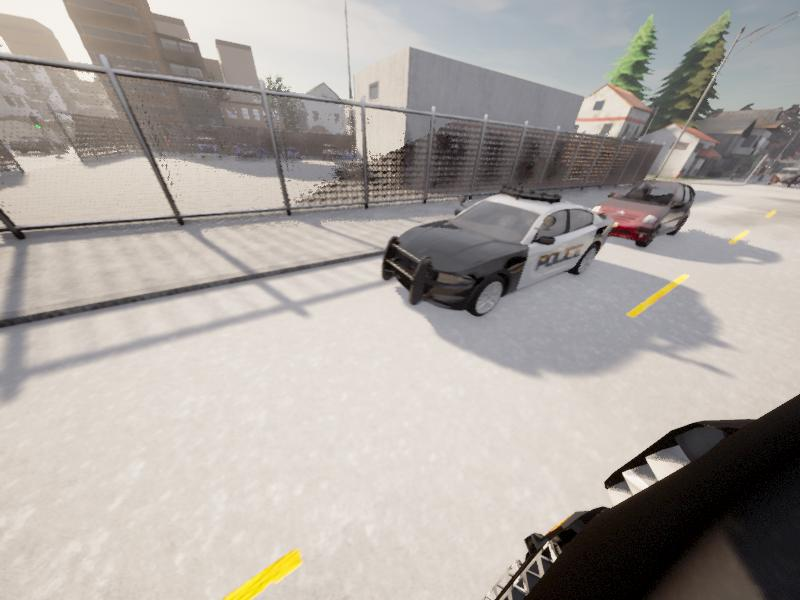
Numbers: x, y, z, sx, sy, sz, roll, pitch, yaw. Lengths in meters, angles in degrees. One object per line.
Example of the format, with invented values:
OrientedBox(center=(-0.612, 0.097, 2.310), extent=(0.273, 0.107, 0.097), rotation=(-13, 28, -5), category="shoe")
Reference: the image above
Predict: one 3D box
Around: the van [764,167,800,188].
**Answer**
OrientedBox(center=(46.584, -14.802, 27.916), extent=(4.442, 1.987, 1.775), rotation=(-17, 39, -27), category="van")

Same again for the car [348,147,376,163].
OrientedBox(center=(-5.522, -21.108, 33.516), extent=(2.242, 1.667, 4.611), rotation=(-17, 38, -27), category="car")

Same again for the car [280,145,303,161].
OrientedBox(center=(-14.167, -19.207, 30.116), extent=(1.845, 1.501, 3.633), rotation=(-17, 38, -27), category="car")

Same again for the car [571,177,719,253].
OrientedBox(center=(7.904, -2.944, 7.504), extent=(3.988, 1.617, 1.851), rotation=(-17, 39, -27), category="car")

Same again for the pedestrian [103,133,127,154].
OrientedBox(center=(-30.587, -16.777, 24.808), extent=(0.751, 1.860, 0.751), rotation=(-14, 37, -23), category="pedestrian")

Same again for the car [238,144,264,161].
OrientedBox(center=(-17.949, -17.744, 27.744), extent=(2.033, 1.415, 5.357), rotation=(-17, 38, -27), category="car")

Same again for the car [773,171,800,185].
OrientedBox(center=(56.046, -17.475, 33.067), extent=(4.514, 1.525, 2.007), rotation=(-17, 39, -27), category="car")

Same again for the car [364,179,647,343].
OrientedBox(center=(2.151, -1.268, 4.517), extent=(5.238, 1.638, 1.930), rotation=(-17, 39, -27), category="car")

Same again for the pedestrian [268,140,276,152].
OrientedBox(center=(-24.369, -29.289, 44.038), extent=(0.751, 1.860, 0.751), rotation=(-16, 38, -26), category="pedestrian")

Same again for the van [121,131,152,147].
OrientedBox(center=(-53.979, -33.021, 47.455), extent=(2.351, 2.431, 6.366), rotation=(-17, 38, -27), category="van")

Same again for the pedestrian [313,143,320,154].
OrientedBox(center=(-16.398, -29.738, 45.325), extent=(0.751, 1.860, 0.751), rotation=(5, 34, 3), category="pedestrian")

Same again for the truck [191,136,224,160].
OrientedBox(center=(-21.401, -17.062, 25.893), extent=(2.069, 2.038, 4.478), rotation=(-17, 38, -27), category="truck")

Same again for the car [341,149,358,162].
OrientedBox(center=(-7.026, -20.171, 32.183), extent=(1.481, 1.379, 2.207), rotation=(-17, 38, -27), category="car")

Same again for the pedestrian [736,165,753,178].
OrientedBox(center=(59.592, -22.251, 39.962), extent=(0.751, 1.860, 0.751), rotation=(-13, 37, -23), category="pedestrian")

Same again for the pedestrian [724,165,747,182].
OrientedBox(center=(43.307, -16.336, 29.847), extent=(0.751, 1.860, 0.751), rotation=(-10, 36, -19), category="pedestrian")

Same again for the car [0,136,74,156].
OrientedBox(center=(-35.535, -15.276, 22.827), extent=(2.033, 1.411, 5.357), rotation=(-17, 38, -27), category="car")

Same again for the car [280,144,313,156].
OrientedBox(center=(-18.534, -26.962, 41.563), extent=(4.892, 1.490, 1.837), rotation=(-17, 39, -27), category="car")

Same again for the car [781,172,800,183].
OrientedBox(center=(64.182, -19.864, 37.417), extent=(4.181, 1.385, 1.994), rotation=(-17, 39, -27), category="car")

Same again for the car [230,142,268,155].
OrientedBox(center=(-24.919, -25.072, 38.222), extent=(4.902, 1.511, 2.128), rotation=(-18, 39, -28), category="car")

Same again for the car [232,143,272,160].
OrientedBox(center=(-17.669, -17.784, 27.695), extent=(3.705, 1.547, 1.789), rotation=(-17, 38, -27), category="car")

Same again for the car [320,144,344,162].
OrientedBox(center=(-9.311, -20.213, 31.691), extent=(1.905, 1.878, 3.866), rotation=(-17, 38, -27), category="car")
